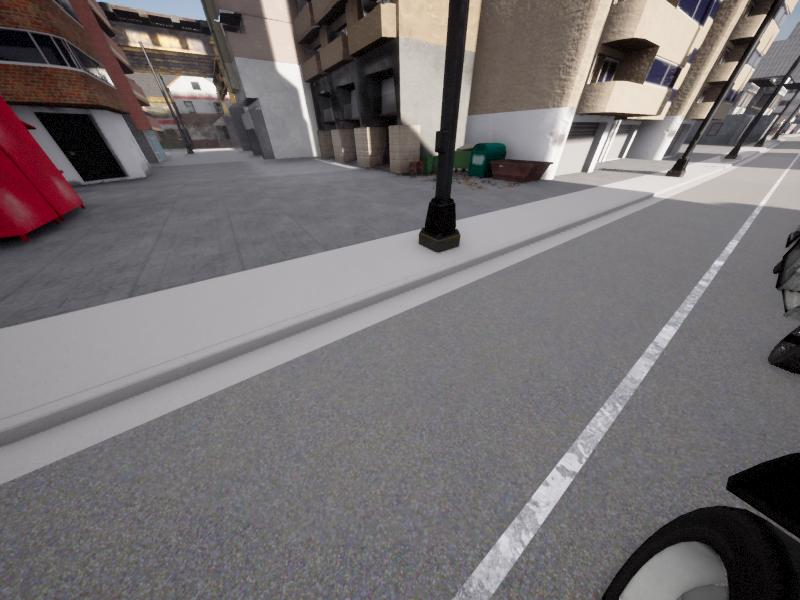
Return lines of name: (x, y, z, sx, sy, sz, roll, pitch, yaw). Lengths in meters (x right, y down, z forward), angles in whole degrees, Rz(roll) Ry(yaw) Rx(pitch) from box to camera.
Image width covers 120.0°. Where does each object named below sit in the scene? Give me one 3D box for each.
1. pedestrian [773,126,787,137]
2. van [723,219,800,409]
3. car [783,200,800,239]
pedestrian: (83.517, -37.052, 50.794, 0.751, 1.860, 0.751, -17, 39, -21)
van: (7.036, -0.623, 2.653, 6.366, 2.431, 2.351, -22, 40, -27)
car: (13.144, -2.683, 6.322, 4.902, 1.511, 2.128, -22, 40, -27)
